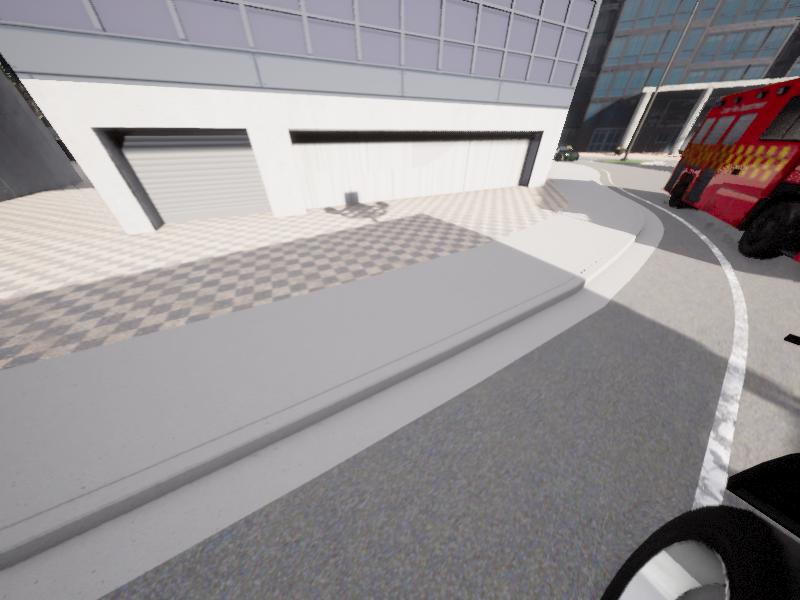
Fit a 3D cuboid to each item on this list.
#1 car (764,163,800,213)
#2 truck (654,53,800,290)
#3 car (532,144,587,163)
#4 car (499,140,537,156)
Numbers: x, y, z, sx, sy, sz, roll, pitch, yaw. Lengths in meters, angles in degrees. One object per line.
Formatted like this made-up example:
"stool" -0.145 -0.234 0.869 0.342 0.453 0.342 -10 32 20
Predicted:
"car" 14.961 -3.284 7.264 1.994 1.385 4.181 17 39 23
"truck" 10.307 -3.505 5.495 2.891 3.827 8.468 18 39 24
"car" 18.033 -16.821 26.431 2.038 1.542 4.974 -9 36 -13
"car" 17.904 -23.259 35.330 1.932 1.855 4.605 -16 38 -21
